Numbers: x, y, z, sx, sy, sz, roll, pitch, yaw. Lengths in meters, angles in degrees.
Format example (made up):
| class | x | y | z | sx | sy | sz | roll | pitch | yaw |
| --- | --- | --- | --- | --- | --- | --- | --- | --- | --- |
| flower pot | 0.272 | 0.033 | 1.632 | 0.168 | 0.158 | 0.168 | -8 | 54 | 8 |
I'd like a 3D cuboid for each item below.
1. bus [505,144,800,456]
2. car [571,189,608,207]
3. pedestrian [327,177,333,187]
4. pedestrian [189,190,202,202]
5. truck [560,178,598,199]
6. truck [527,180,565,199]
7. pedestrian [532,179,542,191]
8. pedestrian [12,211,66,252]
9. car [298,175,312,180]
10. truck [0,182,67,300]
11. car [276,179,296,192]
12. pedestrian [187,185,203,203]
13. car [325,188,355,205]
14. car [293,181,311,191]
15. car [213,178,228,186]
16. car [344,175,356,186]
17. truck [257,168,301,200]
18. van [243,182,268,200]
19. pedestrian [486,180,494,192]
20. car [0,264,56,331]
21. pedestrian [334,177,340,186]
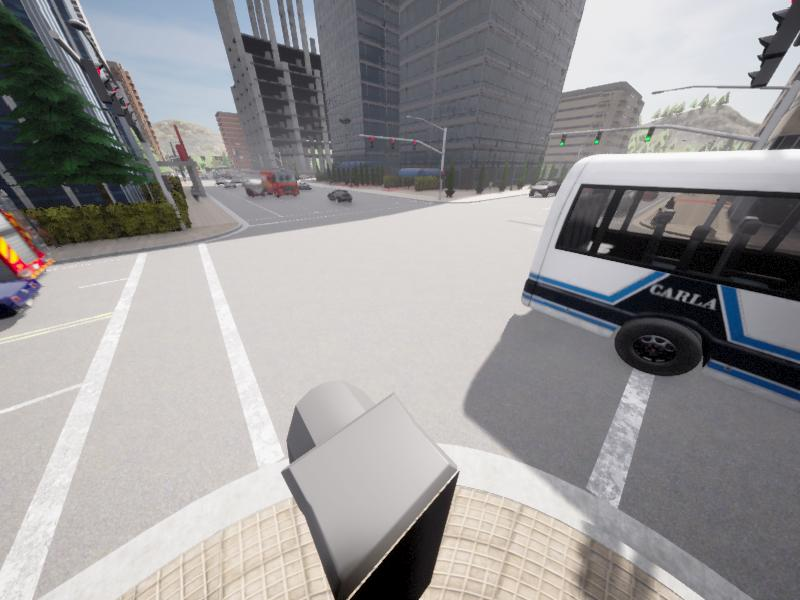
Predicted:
| class | x | y | z | sx | sy | sz | roll | pitch | yaw |
| --- | --- | --- | --- | --- | --- | --- | --- | --- | --- |
| bus | 7.994 | 0.076 | 3.620 | 3.944 | 4.253 | 10.273 | -23 | 37 | -34 |
| car | 23.101 | -12.503 | 28.126 | 4.974 | 1.542 | 2.038 | -22 | 37 | -34 |
| pedestrian | -15.136 | -25.626 | 50.177 | 0.751 | 1.860 | 0.751 | 26 | 39 | 37 |
| pedestrian | -25.533 | -12.990 | 28.851 | 0.751 | 1.300 | 0.751 | 24 | 37 | 35 |
| truck | 26.637 | -16.664 | 34.413 | 5.204 | 2.467 | 2.627 | -22 | 37 | -34 |
| truck | 22.371 | -17.006 | 35.362 | 6.274 | 2.098 | 2.390 | -23 | 37 | -34 |
| pedestrian | 24.697 | -20.668 | 41.590 | 0.751 | 1.860 | 0.751 | -16 | 34 | -25 |
| pedestrian | -18.528 | -3.538 | 11.920 | 0.751 | 1.860 | 0.751 | 23 | 37 | 34 |
| car | -34.086 | -44.024 | 82.865 | 3.806 | 1.475 | 1.970 | -23 | 37 | -34 |
| truck | -17.335 | -1.139 | 6.150 | 8.468 | 3.827 | 2.891 | -23 | 37 | -34 |
| car | -21.313 | -21.347 | 43.090 | 1.905 | 1.878 | 3.866 | -23 | 37 | -34 |
| pedestrian | -24.793 | -12.776 | 27.922 | 0.751 | 1.860 | 0.751 | 20 | 36 | 31 |
| car | -7.745 | -13.365 | 29.663 | 1.837 | 1.490 | 4.892 | -20 | 36 | -29 |
| car | -19.506 | -22.803 | 46.026 | 1.970 | 1.475 | 3.806 | -23 | 37 | -34 |
| car | -44.750 | -29.463 | 57.627 | 2.033 | 1.411 | 5.357 | -23 | 37 | -34 |
| car | -11.925 | -28.857 | 55.608 | 2.390 | 2.098 | 6.274 | -5 | 30 | -9 |
| truck | -18.437 | -17.803 | 35.014 | 2.891 | 3.827 | 8.468 | -23 | 37 | -34 |
| van | -20.884 | -15.748 | 33.297 | 1.775 | 1.987 | 4.442 | -23 | 37 | -34 |
| pedestrian | 15.366 | -19.372 | 39.320 | 0.751 | 1.860 | 0.751 | 3 | 30 | 4 |
| car | -13.215 | 0.519 | 5.811 | 4.718 | 1.301 | 1.895 | -23 | 37 | -34 |
| pedestrian | -14.129 | -26.665 | 51.977 | 0.751 | 1.860 | 0.751 | -25 | 38 | -36 |
